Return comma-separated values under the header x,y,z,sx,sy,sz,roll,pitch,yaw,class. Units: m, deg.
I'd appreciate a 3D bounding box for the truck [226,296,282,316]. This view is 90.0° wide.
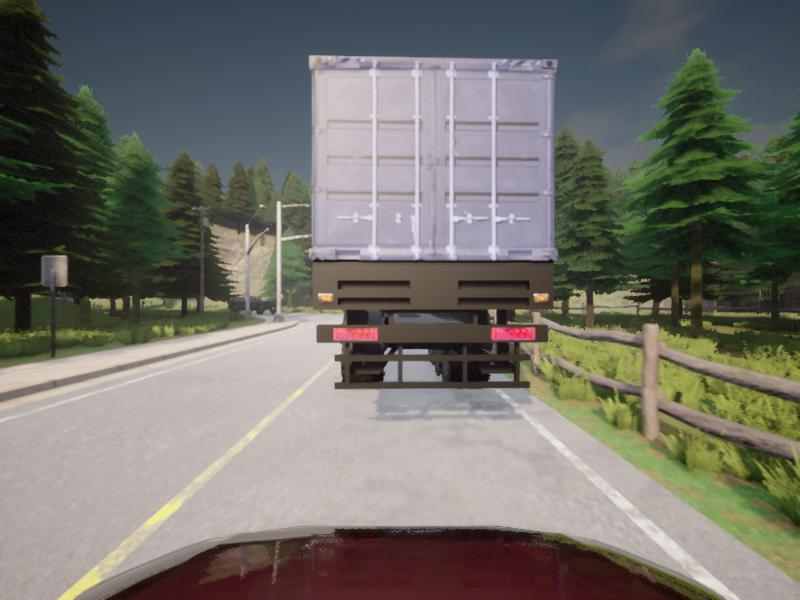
x,y,z,sx,sy,sz,roll,pitch,yaw,class
-16.311,0.588,44.640,6.274,2.098,2.390,0,0,30,truck

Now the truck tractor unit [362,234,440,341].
x,y,z,sx,sy,sz,roll,pitch,yaw,class
-0.031,-0.495,19.062,3.053,4.208,6.516,0,0,-1,truck tractor unit

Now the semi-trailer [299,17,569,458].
x,y,z,sx,sy,sz,roll,pitch,yaw,class
0.171,-0.606,11.149,2.717,4.402,14.254,0,0,-1,semi-trailer
